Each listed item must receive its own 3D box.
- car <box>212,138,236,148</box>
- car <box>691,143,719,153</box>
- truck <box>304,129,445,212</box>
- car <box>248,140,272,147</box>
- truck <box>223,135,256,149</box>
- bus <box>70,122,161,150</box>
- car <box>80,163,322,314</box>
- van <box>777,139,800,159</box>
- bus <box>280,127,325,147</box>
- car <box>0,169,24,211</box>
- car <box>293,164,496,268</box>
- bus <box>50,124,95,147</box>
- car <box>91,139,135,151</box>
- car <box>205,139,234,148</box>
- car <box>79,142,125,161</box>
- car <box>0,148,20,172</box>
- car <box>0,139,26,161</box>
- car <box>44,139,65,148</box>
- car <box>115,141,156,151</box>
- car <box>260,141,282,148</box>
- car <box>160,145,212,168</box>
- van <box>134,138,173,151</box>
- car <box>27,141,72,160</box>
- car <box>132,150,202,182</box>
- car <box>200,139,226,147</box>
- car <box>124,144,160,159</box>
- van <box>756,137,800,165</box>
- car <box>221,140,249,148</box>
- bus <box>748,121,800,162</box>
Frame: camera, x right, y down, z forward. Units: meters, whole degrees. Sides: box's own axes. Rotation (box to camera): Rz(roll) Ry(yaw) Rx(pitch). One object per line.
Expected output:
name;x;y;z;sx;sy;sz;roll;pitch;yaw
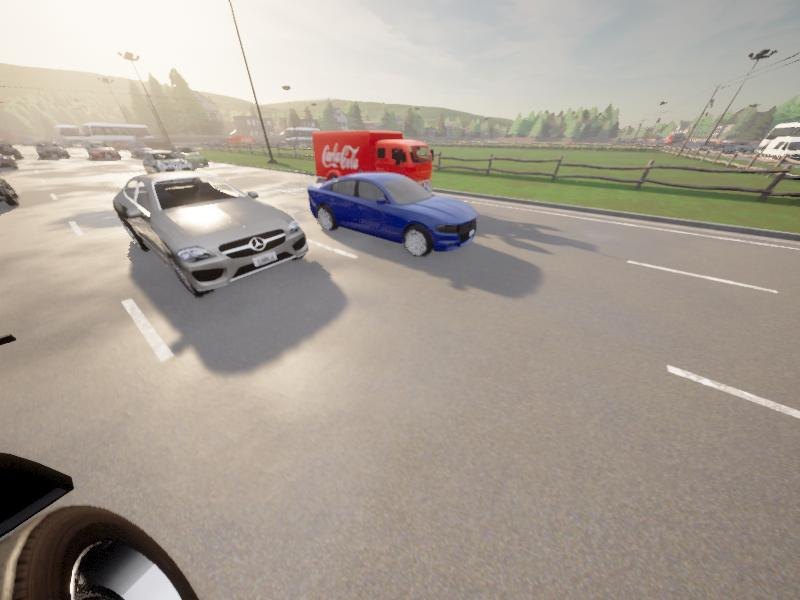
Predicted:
car;-43.019;-38.436;56.532;1.905;1.878;3.866;23;41;28
car;64.733;-32.298;49.068;2.242;1.667;4.611;22;41;28
truck;-1.146;-5.789;9.988;5.204;2.467;2.627;23;41;29
car;-37.900;-42.368;62.474;1.882;1.535;5.008;23;41;28
truck;-36.949;-36.607;53.478;2.627;2.467;5.204;23;41;28
bus;-57.371;-33.490;47.327;3.944;4.253;10.273;13;37;19
car;-4.360;-1.810;5.045;5.027;1.651;2.152;23;41;29
van;60.711;-22.488;34.304;2.351;2.431;6.366;22;41;28
bus;-26.813;-45.282;64.356;3.944;4.253;10.273;23;41;28
car;-16.281;-4.368;8.633;3.705;1.549;1.789;23;41;29
car;-0.403;-2.591;6.261;5.008;1.535;1.882;23;41;29
bus;-79.386;-39.740;56.012;10.273;4.253;3.944;23;41;28
car;-54.970;-29.801;44.343;2.242;1.667;4.611;6;36;8
car;-45.612;-39.721;58.570;2.152;1.651;5.027;23;41;28
car;-33.683;-16.830;26.093;4.611;1.667;2.242;24;41;30
car;-31.672;-10.825;17.837;4.181;1.385;1.994;23;41;29
car;-43.336;-16.330;25.106;3.866;1.878;1.905;26;43;32
car;-80.018;-36.337;53.491;5.366;1.575;1.801;23;41;29
car;-51.248;-30.060;44.910;2.163;1.488;4.792;10;36;14
car;-32.692;-39.542;58.650;1.994;1.385;4.181;23;41;29
car;-19.760;-13.291;21.311;4.514;1.525;2.007;23;41;29
van;-47.643;-30.308;44.856;1.775;1.987;4.442;13;37;18
car;-40.737;-17.477;26.950;4.611;1.667;2.242;25;42;31
car;-15.132;-8.810;15.025;3.806;1.475;1.970;23;41;29
car;-48.586;-40.816;60.053;2.242;1.667;4.611;23;41;28
car;-32.526;-18.771;29.124;4.181;1.385;1.994;24;42;30
van;46.171;-17.786;27.397;1.988;2.561;5.915;23;41;28
car;-39.659;-37.506;55.570;2.128;1.511;4.902;23;41;28
bus;54.793;-21.818;31.723;3.944;4.253;10.273;22;41;28
